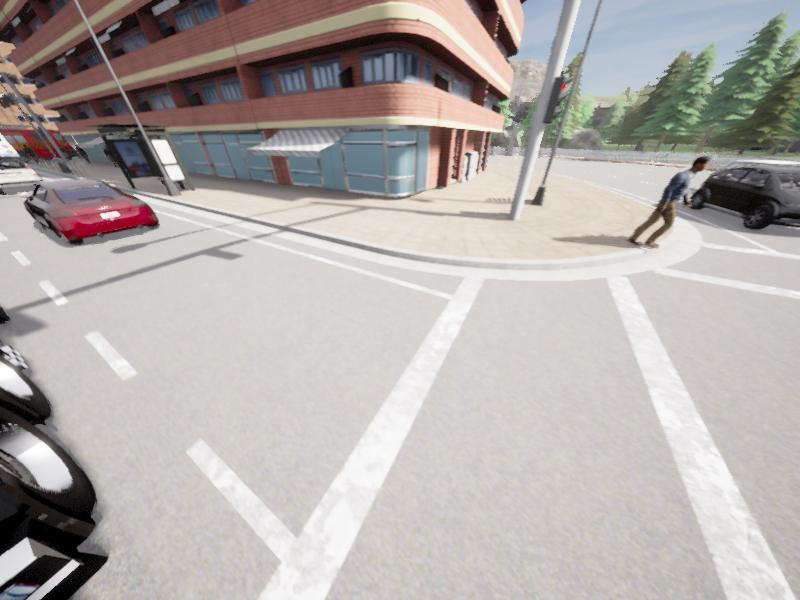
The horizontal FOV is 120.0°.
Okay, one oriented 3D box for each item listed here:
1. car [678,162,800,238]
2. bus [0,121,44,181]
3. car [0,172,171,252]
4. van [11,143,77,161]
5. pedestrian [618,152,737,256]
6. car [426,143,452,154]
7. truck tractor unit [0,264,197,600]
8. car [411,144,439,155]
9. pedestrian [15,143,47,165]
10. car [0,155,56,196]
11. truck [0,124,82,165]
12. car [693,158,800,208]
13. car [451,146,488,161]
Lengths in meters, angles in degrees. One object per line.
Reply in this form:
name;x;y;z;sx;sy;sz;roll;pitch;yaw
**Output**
car;11.750;-3.360;7.418;1.789;1.549;3.705;10;36;14
bus;-32.057;-11.383;16.766;10.273;4.253;3.944;18;39;24
car;-9.512;-2.877;7.006;4.181;1.385;1.994;18;39;24
van;-49.804;-20.889;32.477;1.775;1.987;4.442;18;39;25
pedestrian;5.713;-2.002;4.890;0.751;1.860;0.751;-21;40;-27
car;7.664;-30.045;45.784;4.611;1.667;2.242;26;42;32
truck tractor unit;-5.108;-0.302;0.783;6.516;4.208;3.053;18;39;24
car;4.638;-28.793;44.104;4.974;1.542;2.038;25;42;31
pedestrian;-38.836;-15.375;24.313;0.751;1.860;0.751;6;35;8
car;-21.301;-6.847;12.533;3.988;1.617;1.851;18;39;24
truck;-46.824;-19.394;28.703;2.891;3.827;8.468;-5;35;-6
car;16.387;-5.316;10.300;1.970;1.475;3.806;5;35;8
car;9.249;-19.823;31.173;2.007;1.525;4.514;-19;39;-25
